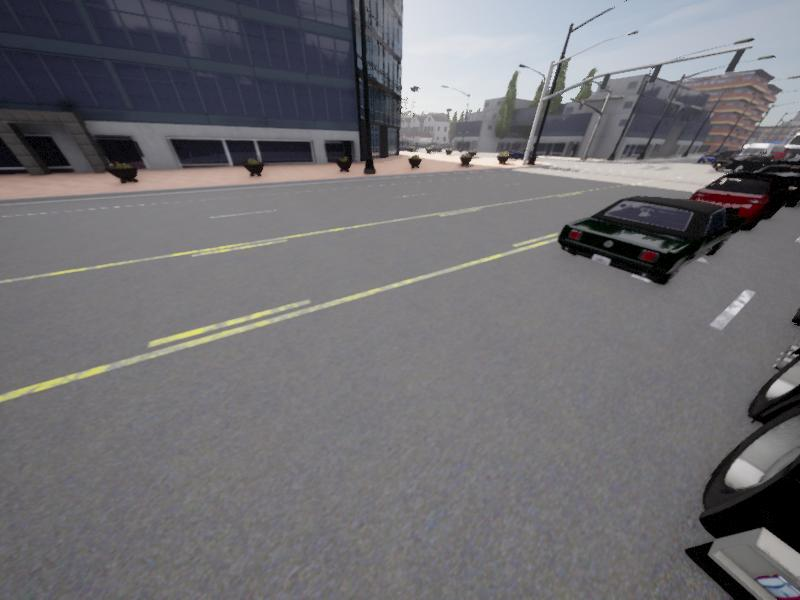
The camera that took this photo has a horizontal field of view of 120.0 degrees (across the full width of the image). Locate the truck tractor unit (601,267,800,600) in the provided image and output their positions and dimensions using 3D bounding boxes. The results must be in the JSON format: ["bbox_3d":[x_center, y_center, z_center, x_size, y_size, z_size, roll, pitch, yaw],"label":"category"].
[{"bbox_3d":[5.116,-0.295,0.779,6.516,4.208,3.053,-18,39,-24],"label":"truck tractor unit"}]

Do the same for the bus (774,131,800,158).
[{"bbox_3d":[81.485,-31.196,46.398,10.273,4.253,3.944,-17,39,-24],"label":"bus"}]

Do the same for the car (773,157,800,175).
[{"bbox_3d":[40.396,-13.253,22.798,4.181,1.385,1.994,-6,35,-10],"label":"car"}]

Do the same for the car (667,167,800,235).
[{"bbox_3d":[11.785,-3.582,7.994,4.193,1.474,1.816,-18,39,-24],"label":"car"}]

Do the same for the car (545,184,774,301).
[{"bbox_3d":[5.914,-1.642,5.295,4.718,1.301,1.895,-18,39,-24],"label":"car"}]

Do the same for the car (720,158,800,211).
[{"bbox_3d":[17.782,-5.530,10.750,5.238,1.638,1.930,-17,39,-24],"label":"car"}]

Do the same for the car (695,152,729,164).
[{"bbox_3d":[46.273,-21.087,34.245,4.193,1.474,1.816,-17,38,-24],"label":"car"}]

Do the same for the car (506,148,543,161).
[{"bbox_3d":[17.783,-21.001,33.284,1.816,1.474,4.193,-17,38,-24],"label":"car"}]

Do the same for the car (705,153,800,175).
[{"bbox_3d":[33.838,-13.190,22.354,5.008,1.535,1.882,6,35,6],"label":"car"}]

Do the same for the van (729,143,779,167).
[{"bbox_3d":[48.643,-19.971,31.740,5.915,2.561,1.988,-17,39,-24],"label":"van"}]
